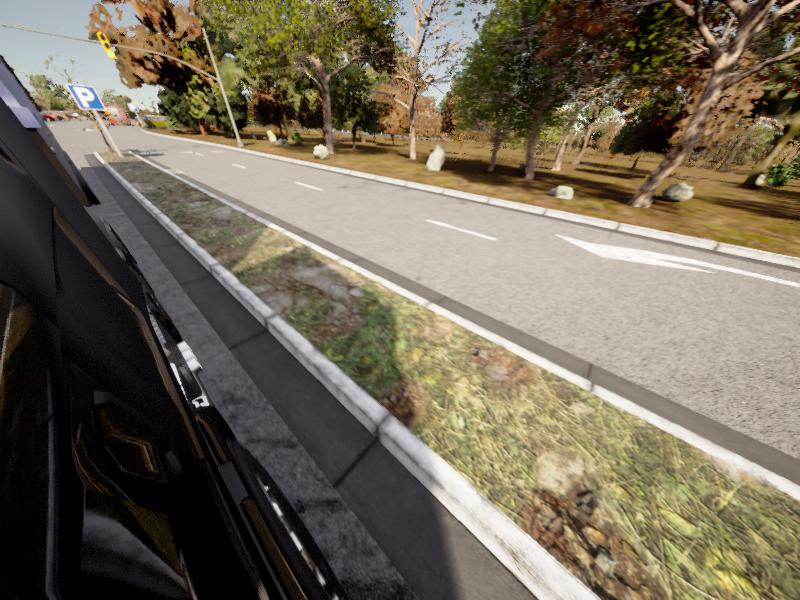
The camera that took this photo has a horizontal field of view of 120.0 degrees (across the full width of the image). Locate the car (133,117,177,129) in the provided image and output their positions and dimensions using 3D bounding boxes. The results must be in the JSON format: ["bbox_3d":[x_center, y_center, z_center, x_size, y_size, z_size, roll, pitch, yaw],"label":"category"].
[{"bbox_3d":[-47.330,-34.224,44.763,1.946,1.575,5.366,18,39,20],"label":"car"}]

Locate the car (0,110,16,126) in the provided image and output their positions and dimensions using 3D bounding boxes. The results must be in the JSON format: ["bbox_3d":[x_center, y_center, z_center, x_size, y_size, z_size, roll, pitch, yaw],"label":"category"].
[{"bbox_3d":[-57.509,-24.924,31.561,2.185,1.767,4.553,17,40,20],"label":"car"}]

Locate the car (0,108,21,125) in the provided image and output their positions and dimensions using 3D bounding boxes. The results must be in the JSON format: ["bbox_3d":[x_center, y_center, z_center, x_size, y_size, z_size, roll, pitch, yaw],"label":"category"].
[{"bbox_3d":[-59.528,-26.455,33.307,1.878,1.987,4.442,18,40,20],"label":"car"}]

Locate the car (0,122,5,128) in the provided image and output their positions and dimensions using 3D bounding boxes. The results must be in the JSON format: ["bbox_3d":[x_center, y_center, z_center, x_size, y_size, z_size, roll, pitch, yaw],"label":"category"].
[{"bbox_3d":[-53.448,-22.038,28.230,2.163,1.488,4.792,17,40,19],"label":"car"}]

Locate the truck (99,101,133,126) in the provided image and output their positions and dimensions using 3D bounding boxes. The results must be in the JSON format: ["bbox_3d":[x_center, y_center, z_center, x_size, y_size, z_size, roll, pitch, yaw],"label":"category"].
[{"bbox_3d":[-61.503,-40.423,50.239,2.891,3.827,8.468,-27,46,-33],"label":"truck"}]

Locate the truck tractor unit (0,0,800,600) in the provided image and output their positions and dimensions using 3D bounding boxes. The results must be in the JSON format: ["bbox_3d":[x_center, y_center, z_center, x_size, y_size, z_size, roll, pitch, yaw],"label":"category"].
[{"bbox_3d":[-2.645,-0.295,0.352,6.516,4.208,3.053,28,44,30],"label":"truck tractor unit"}]

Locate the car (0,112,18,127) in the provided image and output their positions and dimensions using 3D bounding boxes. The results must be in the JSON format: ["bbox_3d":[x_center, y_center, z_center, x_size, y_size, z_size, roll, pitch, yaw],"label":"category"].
[{"bbox_3d":[-55.318,-23.580,30.101,1.946,1.575,5.366,17,40,19],"label":"car"}]

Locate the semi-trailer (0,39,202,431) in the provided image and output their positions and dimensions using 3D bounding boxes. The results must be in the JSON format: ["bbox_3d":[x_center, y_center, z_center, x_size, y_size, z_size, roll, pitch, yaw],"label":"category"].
[{"bbox_3d":[-8.725,-3.581,4.211,14.254,4.402,2.717,28,43,30],"label":"semi-trailer"}]

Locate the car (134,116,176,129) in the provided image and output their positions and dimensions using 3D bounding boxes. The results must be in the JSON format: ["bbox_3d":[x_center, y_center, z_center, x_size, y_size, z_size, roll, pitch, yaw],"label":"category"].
[{"bbox_3d":[-45.384,-32.862,42.861,2.185,1.767,4.553,18,39,20],"label":"car"}]

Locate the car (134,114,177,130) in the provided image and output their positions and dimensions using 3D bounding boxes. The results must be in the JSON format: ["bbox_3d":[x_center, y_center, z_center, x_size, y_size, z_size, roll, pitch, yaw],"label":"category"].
[{"bbox_3d":[-43.358,-31.557,41.080,1.878,1.987,4.442,18,39,19],"label":"car"}]
